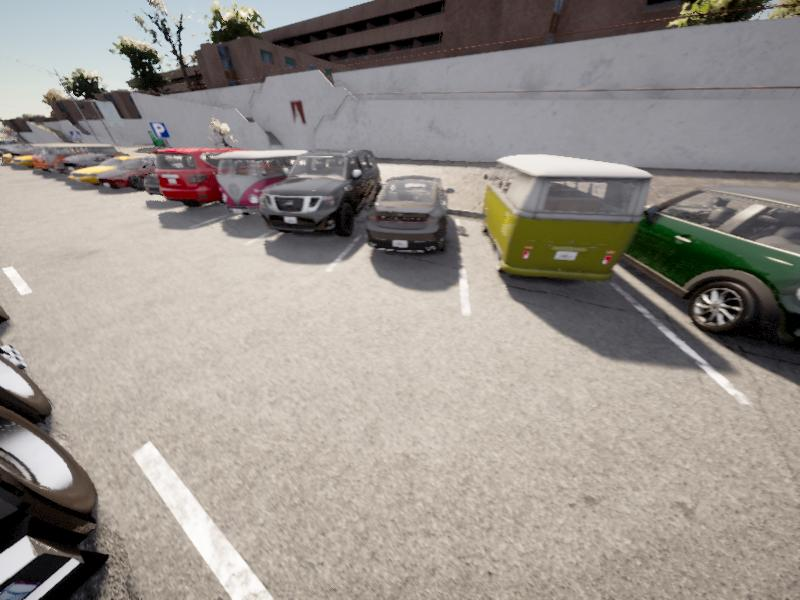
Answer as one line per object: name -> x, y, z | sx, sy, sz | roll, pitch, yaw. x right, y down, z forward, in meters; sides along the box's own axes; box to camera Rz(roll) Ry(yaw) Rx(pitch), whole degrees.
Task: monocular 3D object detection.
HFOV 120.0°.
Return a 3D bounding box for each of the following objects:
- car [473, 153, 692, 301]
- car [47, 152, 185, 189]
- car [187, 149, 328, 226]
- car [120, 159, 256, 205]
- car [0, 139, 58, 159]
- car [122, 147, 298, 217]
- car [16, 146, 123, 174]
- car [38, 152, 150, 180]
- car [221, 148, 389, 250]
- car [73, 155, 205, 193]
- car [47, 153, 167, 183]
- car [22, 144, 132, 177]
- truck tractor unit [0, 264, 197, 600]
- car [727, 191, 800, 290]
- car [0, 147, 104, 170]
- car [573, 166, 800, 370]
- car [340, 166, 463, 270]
car -> 3.012, -2.126, 5.308 | 1.878, 1.987, 4.442 | 6, 35, 8
car -> -17.705, -8.547, 15.015 | 1.946, 1.575, 5.366 | 6, 35, 8
car -> -4.770, -4.522, 8.811 | 1.878, 1.987, 4.442 | 6, 35, 8
car -> -9.927, -6.056, 11.514 | 2.002, 1.452, 4.674 | 6, 35, 8
car -> -51.263, -20.201, 30.792 | 2.435, 2.045, 5.566 | 6, 35, 8
car -> -7.338, -5.468, 10.149 | 2.435, 2.045, 5.566 | 6, 35, 8
car -> -28.026, -12.200, 19.936 | 2.185, 1.767, 4.553 | 6, 35, 8
car -> -22.854, -10.339, 17.625 | 2.002, 1.452, 4.674 | 6, 35, 8
car -> -2.171, -3.750, 7.637 | 2.435, 2.045, 5.566 | 6, 35, 8
car -> -15.098, -7.750, 13.939 | 2.163, 1.488, 4.792 | 6, 35, 8
car -> -20.264, -9.500, 16.432 | 2.163, 1.488, 4.792 | 6, 35, 8
car -> -25.442, -11.359, 18.595 | 1.878, 1.987, 4.442 | 7, 35, 8
truck tractor unit -> -5.114, -0.298, 0.778 | 6.516, 4.208, 3.053 | 18, 39, 24
car -> 8.158, -0.157, 2.897 | 2.002, 1.452, 4.674 | 6, 35, 8
car -> -33.217, -13.764, 22.294 | 1.946, 1.575, 5.366 | 7, 35, 8
car -> 5.571, -1.120, 4.013 | 2.185, 1.767, 4.553 | 5, 35, 8
car -> 0.409, -2.713, 6.567 | 2.231, 1.521, 4.892 | 6, 35, 8
